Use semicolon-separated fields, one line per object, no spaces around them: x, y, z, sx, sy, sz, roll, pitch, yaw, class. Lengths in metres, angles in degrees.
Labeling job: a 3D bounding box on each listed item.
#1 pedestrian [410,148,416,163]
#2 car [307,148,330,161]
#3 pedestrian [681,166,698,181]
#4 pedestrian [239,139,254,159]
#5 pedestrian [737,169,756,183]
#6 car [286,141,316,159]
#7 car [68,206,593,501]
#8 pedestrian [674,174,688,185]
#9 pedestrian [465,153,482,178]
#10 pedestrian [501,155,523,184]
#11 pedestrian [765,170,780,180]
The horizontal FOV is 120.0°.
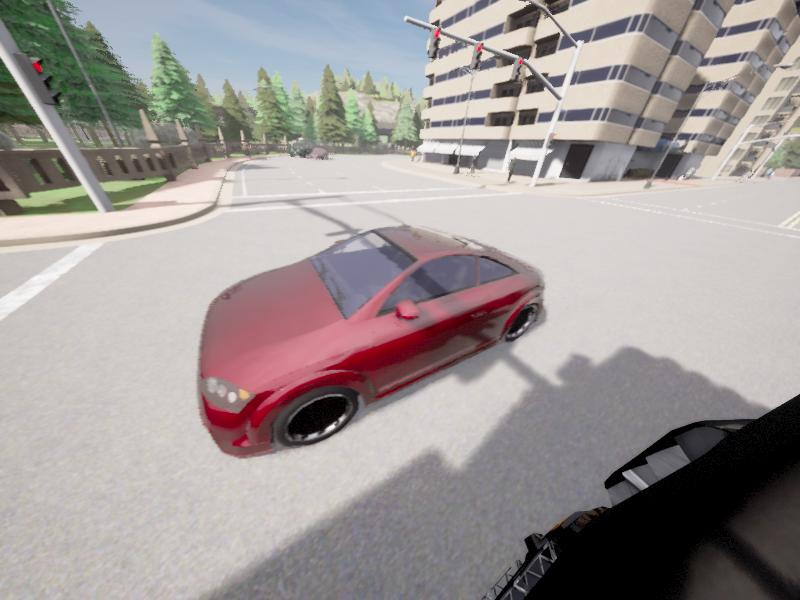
1.951;-21.741;34.871;0.751;1.860;0.751;0;34;-5;pedestrian
-11.448;-20.685;32.763;1.812;1.442;4.674;1;34;-3;car
42.965;-18.832;34.300;0.751;1.860;0.751;-17;39;-28;pedestrian
-17.111;-16.839;25.754;0.751;1.860;0.751;-4;34;-11;pedestrian
55.397;-19.835;36.940;0.751;1.860;0.751;-16;38;-27;pedestrian
-15.011;-23.027;35.425;2.150;2.045;5.566;3;34;0;car
-0.036;-0.119;2.922;4.181;1.385;1.994;-15;38;-26;car
32.203;-13.844;26.494;0.500;1.100;0.500;-15;38;-26;pedestrian
6.567;-12.057;20.690;0.751;1.860;0.751;-17;39;-28;pedestrian
8.671;-10.103;17.935;0.751;1.860;0.751;-15;38;-25;pedestrian
81.632;-27.364;50.667;0.751;1.860;0.751;-10;36;-20;pedestrian
